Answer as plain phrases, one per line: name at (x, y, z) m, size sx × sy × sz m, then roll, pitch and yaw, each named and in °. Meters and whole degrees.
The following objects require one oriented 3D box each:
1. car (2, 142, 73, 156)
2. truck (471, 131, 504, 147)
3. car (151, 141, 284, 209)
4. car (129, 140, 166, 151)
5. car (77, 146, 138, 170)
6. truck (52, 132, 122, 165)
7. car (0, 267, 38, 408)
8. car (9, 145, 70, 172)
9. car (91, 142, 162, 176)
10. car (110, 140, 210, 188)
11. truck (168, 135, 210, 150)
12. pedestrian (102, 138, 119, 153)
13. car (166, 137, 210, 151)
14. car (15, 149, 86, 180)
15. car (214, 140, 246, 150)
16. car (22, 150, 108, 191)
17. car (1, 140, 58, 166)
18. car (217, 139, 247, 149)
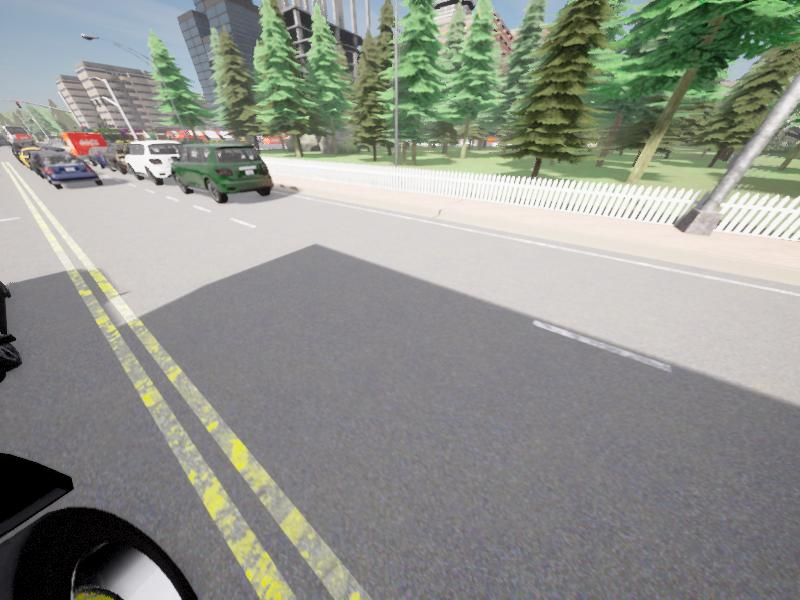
car at (-50.037, -21.015, 32.059) m, size 4.792 × 1.488 × 2.163 m, roll -11°, pitch 37°, yaw -16°
truck at (26.537, -49.070, 70.311) m, size 8.468 × 3.827 × 2.891 m, roll -3°, pitch 35°, yaw -5°
car at (-8.028, -5.725, 10.196) m, size 5.566 × 2.045 × 2.150 m, roll 22°, pitch 40°, yaw 27°
car at (-46.385, -28.473, 42.556) m, size 1.851 × 1.617 × 3.988 m, roll 22°, pitch 41°, yaw 28°
car at (-25.424, -12.422, 20.054) m, size 4.792 × 1.488 × 2.163 m, roll 22°, pitch 40°, yaw 27°
truck at (-30.682, -14.923, 22.703) m, size 5.204 × 2.467 × 2.627 m, roll 22°, pitch 40°, yaw 27°
car at (-6.035, 0.212, 2.298) m, size 3.806 × 1.475 × 1.970 m, roll 22°, pitch 41°, yaw 28°
car at (-28.943, -11.421, 18.520) m, size 5.366 × 1.575 × 1.801 m, roll 22°, pitch 40°, yaw 27°
car at (-20.036, -10.438, 16.936) m, size 4.605 × 1.855 × 1.932 m, roll 22°, pitch 40°, yaw 27°
car at (-14.055, -8.123, 13.553) m, size 5.566 × 2.045 × 2.150 m, roll 22°, pitch 40°, yaw 27°
truck at (-42.625, -32.067, 46.943) m, size 2.627 × 2.467 × 5.204 m, roll 21°, pitch 40°, yaw 26°
pedestrian at (-46.511, -24.829, 37.123) m, size 0.751 × 1.860 × 0.751 m, roll 19°, pitch 39°, yaw 24°
car at (-40.542, -30.034, 44.434) m, size 2.150 × 2.045 × 5.566 m, roll 21°, pitch 40°, yaw 26°
car at (-23.184, -9.081, 15.338) m, size 4.193 × 1.474 × 1.816 m, roll 22°, pitch 40°, yaw 27°
car at (-36.487, -33.409, 49.701) m, size 2.038 × 1.542 × 4.974 m, roll 21°, pitch 40°, yaw 26°
car at (-17.970, -7.038, 12.410) m, size 3.705 × 1.549 × 1.789 m, roll 22°, pitch 40°, yaw 27°
car at (-34.753, -13.859, 21.676) m, size 4.605 × 1.855 × 1.932 m, roll 22°, pitch 40°, yaw 27°
car at (-38.211, -35.637, 52.747) m, size 2.033 × 1.649 × 4.856 m, roll 21°, pitch 40°, yaw 26°
